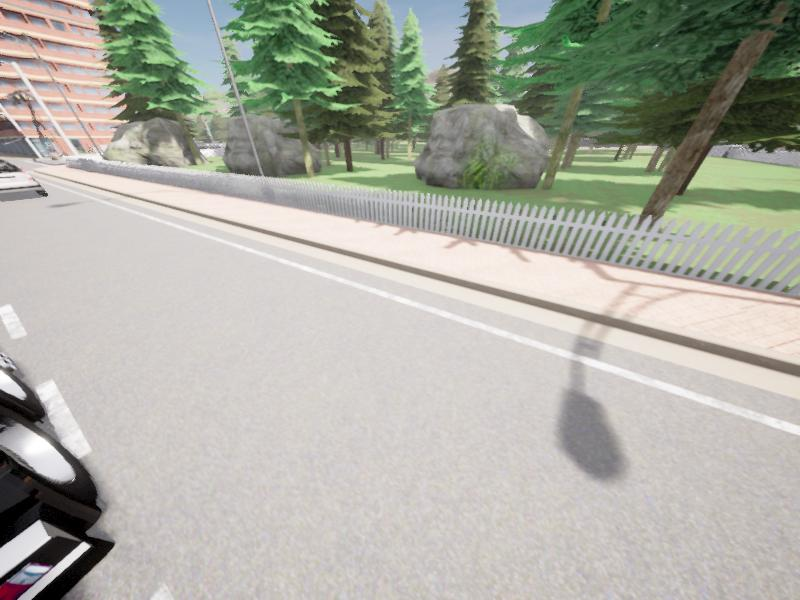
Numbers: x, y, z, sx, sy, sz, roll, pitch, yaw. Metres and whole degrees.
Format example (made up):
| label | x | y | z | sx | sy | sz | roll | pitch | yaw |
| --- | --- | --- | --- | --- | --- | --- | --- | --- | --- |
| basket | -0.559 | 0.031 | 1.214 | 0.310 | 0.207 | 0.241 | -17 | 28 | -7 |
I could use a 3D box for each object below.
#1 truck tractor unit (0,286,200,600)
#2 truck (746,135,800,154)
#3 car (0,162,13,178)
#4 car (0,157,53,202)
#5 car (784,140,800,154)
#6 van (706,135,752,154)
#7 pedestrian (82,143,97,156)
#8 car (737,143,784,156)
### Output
| label | x | y | z | sx | sy | sz | roll | pitch | yaw |
| --- | --- | --- | --- | --- | --- | --- | --- | --- | --- |
| truck tractor unit | -5.146 | -0.264 | 0.722 | 6.516 | 4.208 | 3.053 | 17 | 38 | 22 |
| truck | 63.938 | -26.765 | 39.717 | 2.627 | 2.467 | 5.204 | 19 | 39 | 26 |
| car | -32.245 | -10.195 | 17.438 | 4.611 | 1.667 | 2.242 | 18 | 39 | 25 |
| car | -19.746 | -6.025 | 11.408 | 3.988 | 1.617 | 1.851 | 18 | 39 | 25 |
| car | 66.472 | -25.063 | 37.780 | 1.905 | 1.878 | 3.866 | 19 | 39 | 26 |
| van | 55.129 | -26.246 | 38.951 | 1.988 | 2.561 | 5.915 | 19 | 39 | 26 |
| pedestrian | -53.036 | -25.817 | 39.519 | 0.751 | 1.860 | 0.751 | 27 | 43 | 34 |
| car | 57.527 | -24.151 | 37.010 | 2.152 | 1.651 | 5.027 | 19 | 39 | 26 |
